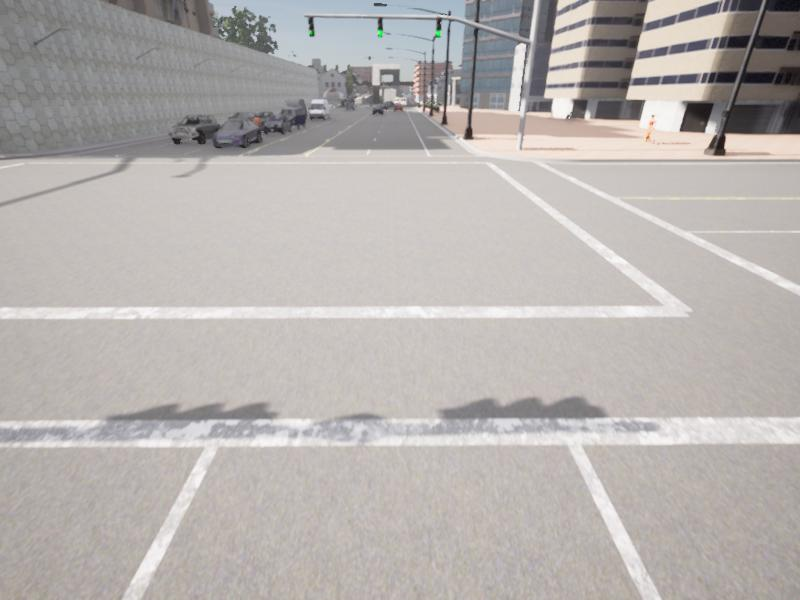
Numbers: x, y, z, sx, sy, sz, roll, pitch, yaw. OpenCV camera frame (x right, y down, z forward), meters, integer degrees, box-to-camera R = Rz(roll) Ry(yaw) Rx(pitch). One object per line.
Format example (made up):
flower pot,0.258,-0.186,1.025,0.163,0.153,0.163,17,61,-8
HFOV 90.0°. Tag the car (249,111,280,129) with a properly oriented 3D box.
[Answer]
car,-14.184,-19.000,42.117,1.816,1.474,4.193,0,27,0

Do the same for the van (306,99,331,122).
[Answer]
van,-10.726,-25.302,53.259,1.988,2.561,5.915,0,27,0

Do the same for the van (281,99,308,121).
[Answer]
van,-14.230,-25.884,54.401,1.988,2.561,5.915,0,27,0

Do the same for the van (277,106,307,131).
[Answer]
van,-10.677,-18.162,39.918,1.775,1.987,4.442,0,27,0

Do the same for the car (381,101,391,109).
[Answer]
car,-3.562,-50.131,102.777,2.038,1.542,4.974,3,27,6

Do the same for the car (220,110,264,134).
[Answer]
car,-14.167,-16.185,36.267,2.097,1.767,4.553,0,27,0

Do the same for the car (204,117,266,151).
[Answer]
car,-10.620,-10.959,26.248,2.033,1.649,4.856,0,27,-1

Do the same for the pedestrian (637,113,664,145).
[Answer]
pedestrian,16.409,-11.215,26.236,0.751,1.860,0.751,-3,27,-6

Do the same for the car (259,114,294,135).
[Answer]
car,-10.663,-15.294,34.825,1.845,1.501,3.633,0,27,0

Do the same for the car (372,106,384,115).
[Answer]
car,-3.776,-33.047,69.734,1.895,1.301,4.718,0,27,0

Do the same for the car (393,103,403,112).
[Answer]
car,-0.320,-39.987,83.125,2.007,1.525,4.514,0,27,0

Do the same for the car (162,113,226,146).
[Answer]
car,-14.139,-11.915,27.852,1.932,1.855,4.605,0,26,0
